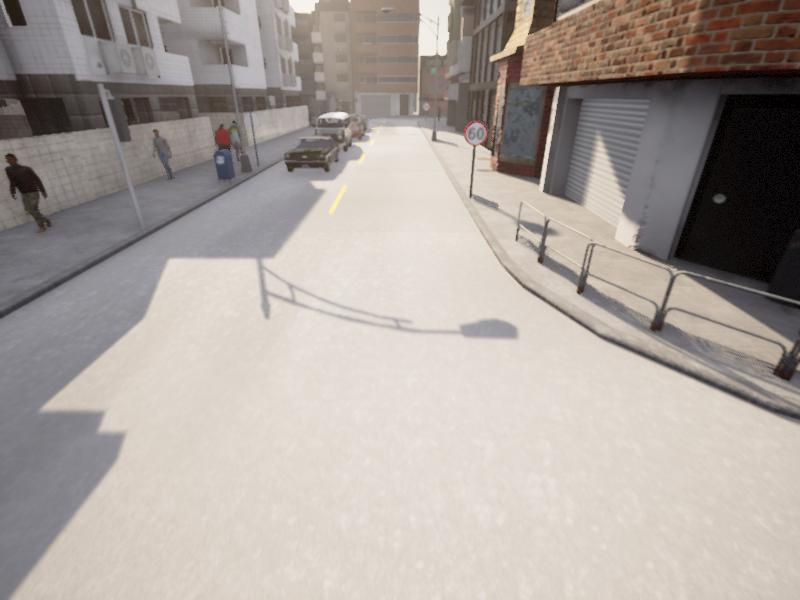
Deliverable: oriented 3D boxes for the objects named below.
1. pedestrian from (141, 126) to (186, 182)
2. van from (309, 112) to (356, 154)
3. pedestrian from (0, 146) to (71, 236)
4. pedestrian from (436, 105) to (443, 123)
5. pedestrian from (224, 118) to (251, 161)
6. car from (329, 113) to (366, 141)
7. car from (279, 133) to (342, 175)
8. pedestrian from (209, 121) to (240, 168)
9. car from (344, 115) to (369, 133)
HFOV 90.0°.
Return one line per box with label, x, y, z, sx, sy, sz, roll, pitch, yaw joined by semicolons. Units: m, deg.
pedestrian;-8.693;-5.379;14.766;0.751;1.860;0.751;1;27;1
van;-3.983;-10.300;24.469;2.069;2.038;4.480;0;27;0
pedestrian;-8.483;-2.482;9.119;0.751;1.860;0.751;-3;27;-6
pedestrian;4.568;-21.657;46.574;0.751;1.860;0.751;3;27;6
pedestrian;-7.930;-7.848;19.584;0.751;1.860;0.751;-2;27;-4
car;-3.969;-13.570;31.249;2.242;1.667;4.611;0;27;0
car;-3.986;-6.920;18.695;1.895;1.301;4.718;0;27;0
pedestrian;-7.760;-6.909;17.755;0.751;1.860;0.751;0;27;-1
car;-4.002;-16.559;37.489;1.895;1.301;4.718;0;27;0
